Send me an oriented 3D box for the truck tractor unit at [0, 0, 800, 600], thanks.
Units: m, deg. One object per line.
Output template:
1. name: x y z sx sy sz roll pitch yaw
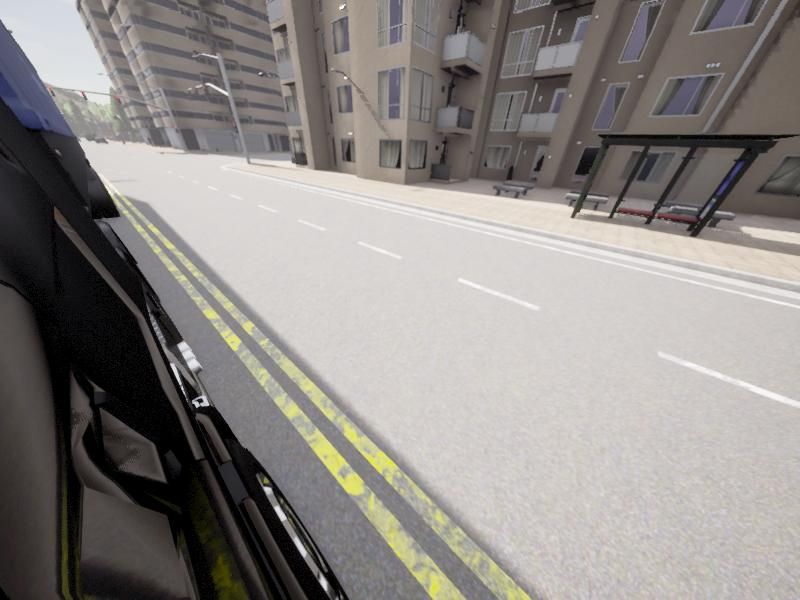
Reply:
1. truck tractor unit: -2.645 -0.295 0.351 6.516 4.208 3.053 28 44 30

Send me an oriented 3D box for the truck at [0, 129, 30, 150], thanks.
1. truck: -51.158 -20.863 29.933 6.274 2.098 2.390 27 40 31

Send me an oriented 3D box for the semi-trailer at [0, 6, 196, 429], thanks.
1. semi-trailer: -8.599 -3.486 4.569 14.254 4.402 2.717 27 41 33

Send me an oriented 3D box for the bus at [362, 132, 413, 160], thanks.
1. bus: -2.182 -30.376 45.799 3.944 4.253 10.273 26 40 31

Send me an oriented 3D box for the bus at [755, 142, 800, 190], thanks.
1. bus: 44.215 -12.659 22.238 3.944 4.253 10.273 6 34 4

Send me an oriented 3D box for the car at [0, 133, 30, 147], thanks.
1. car: -57.142 -23.638 34.168 5.366 1.575 1.801 27 40 31

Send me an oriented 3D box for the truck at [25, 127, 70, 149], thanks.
1. truck: -51.156 -23.549 33.650 5.204 2.467 2.627 26 40 31
